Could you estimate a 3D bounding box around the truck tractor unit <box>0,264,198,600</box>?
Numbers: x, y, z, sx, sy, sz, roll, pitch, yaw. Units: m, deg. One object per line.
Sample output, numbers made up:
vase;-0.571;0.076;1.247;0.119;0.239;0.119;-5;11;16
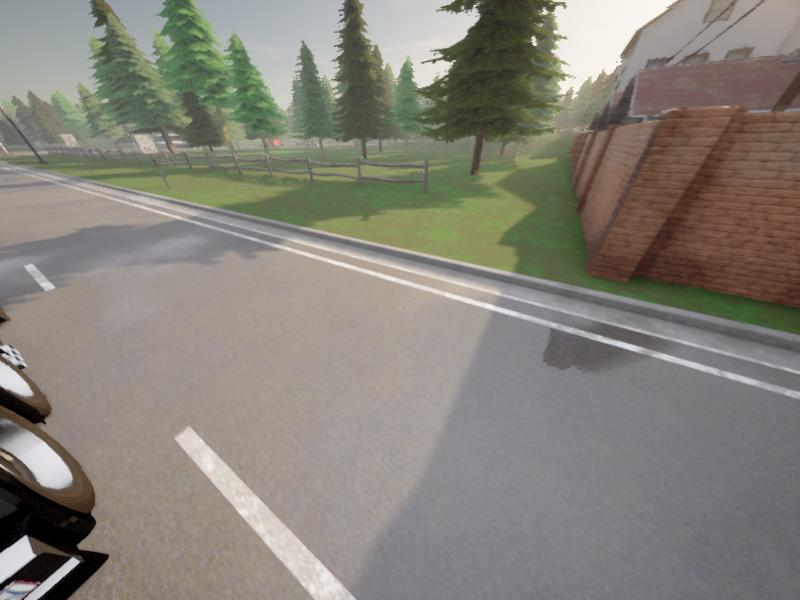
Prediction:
truck tractor unit;-5.117;-0.294;0.778;6.516;4.208;3.053;18;39;24
